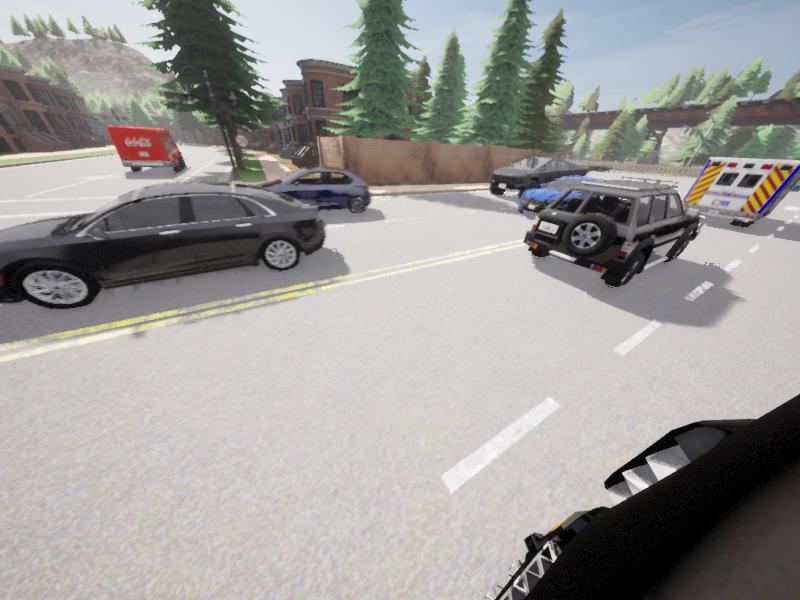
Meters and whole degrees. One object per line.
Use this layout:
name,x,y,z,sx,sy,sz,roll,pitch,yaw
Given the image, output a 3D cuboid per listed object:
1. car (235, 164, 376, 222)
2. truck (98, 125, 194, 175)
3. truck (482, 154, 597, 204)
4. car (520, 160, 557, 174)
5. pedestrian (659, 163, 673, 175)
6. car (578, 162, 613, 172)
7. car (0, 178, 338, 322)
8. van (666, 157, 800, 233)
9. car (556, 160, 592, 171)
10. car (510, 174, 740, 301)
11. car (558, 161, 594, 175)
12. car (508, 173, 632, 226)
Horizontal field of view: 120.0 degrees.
car,-3.188,-3.989,8.412,4.193,1.474,1.816,-12,37,-21
truck,-16.935,-10.369,15.964,2.627,2.467,5.204,-14,38,-24
truck,8.234,-7.202,13.641,6.274,2.098,2.390,-16,38,-26
car,20.359,-19.675,34.147,1.994,1.385,4.181,-15,38,-26
pedestrian,48.994,-24.163,42.514,0.751,1.860,0.751,-16,38,-26
car,37.655,-25.625,44.623,1.895,1.301,4.718,-16,38,-26
car,-3.909,-1.304,4.280,4.892,1.490,1.837,-16,38,-26
van,15.763,-4.994,10.624,6.366,2.431,2.351,-16,38,-26
car,33.503,-25.994,44.647,2.128,1.511,4.902,-16,38,-26
car,5.167,-1.787,5.405,4.605,1.855,1.932,-16,38,-26
car,27.279,-20.556,35.947,1.970,1.475,3.806,-15,38,-26
car,7.344,-4.490,9.978,5.008,1.535,1.882,-16,38,-26
